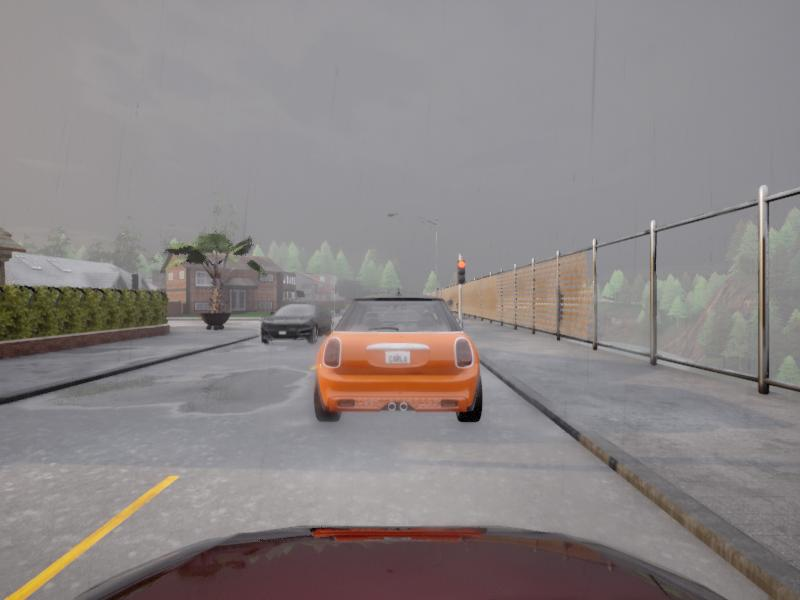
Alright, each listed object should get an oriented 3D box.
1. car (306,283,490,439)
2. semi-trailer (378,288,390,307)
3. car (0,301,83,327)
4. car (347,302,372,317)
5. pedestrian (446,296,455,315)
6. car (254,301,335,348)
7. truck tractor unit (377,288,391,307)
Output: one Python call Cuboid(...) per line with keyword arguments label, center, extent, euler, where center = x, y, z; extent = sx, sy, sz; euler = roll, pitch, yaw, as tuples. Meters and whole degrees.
Cuboid(label="car", center=(-0.001, 0.694, 6.836), extent=(2.097, 1.767, 4.553), euler=(0, 0, 1))
Cuboid(label="semi-trailer", center=(-3.789, -0.617, 98.774), extent=(2.717, 4.402, 14.254), euler=(0, 0, -1))
Cuboid(label="car", center=(-22.932, 0.823, 24.855), extent=(5.008, 1.535, 1.882), euler=(0, 0, 1))
Cuboid(label="car", center=(-3.830, 0.908, 38.888), extent=(1.994, 1.385, 4.181), euler=(0, 0, 0))
Cuboid(label="pedestrian", center=(4.932, 0.533, 38.889), extent=(0.751, 1.860, 0.751), euler=(0, 0, 0))
Cuboid(label="car", center=(-3.920, 0.823, 15.867), extent=(1.882, 1.535, 5.008), euler=(0, 0, 0))
Cuboid(label="truck tractor unit", center=(-3.648, -0.518, 90.861), extent=(3.053, 4.208, 6.516), euler=(0, 0, -1))
